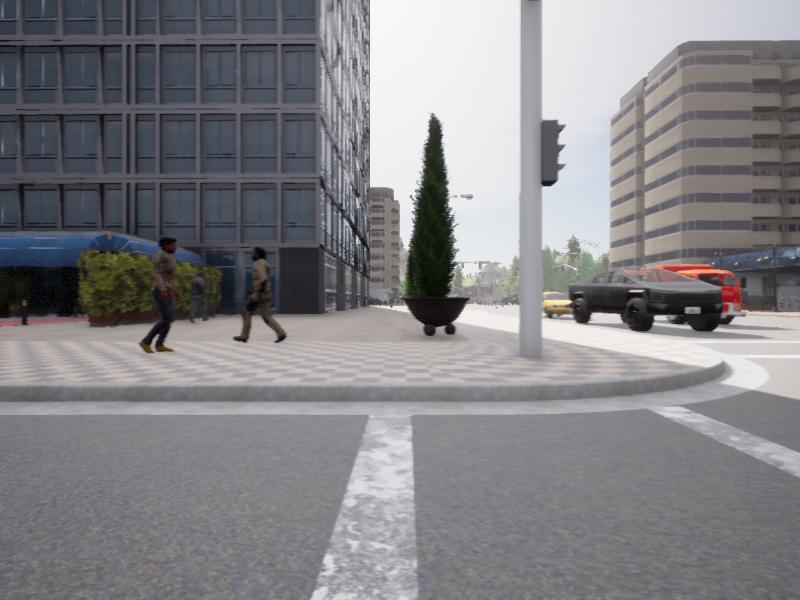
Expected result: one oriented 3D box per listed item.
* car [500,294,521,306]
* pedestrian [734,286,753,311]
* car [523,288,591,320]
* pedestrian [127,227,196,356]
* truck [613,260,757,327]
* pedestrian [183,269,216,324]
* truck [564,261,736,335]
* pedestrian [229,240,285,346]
[{"bbox_3d":[19.488,-0.036,70.934,2.150,2.045,5.566,0,0,1],"label":"car"},{"bbox_3d":[25.002,-0.107,29.119,0.751,1.860,0.751,0,0,1],"label":"pedestrian"},{"bbox_3d":[8.541,0.204,22.363,1.801,1.575,5.366,0,0,1],"label":"car"},{"bbox_3d":[-3.675,-0.116,6.227,0.751,1.860,0.751,0,0,-16],"label":"pedestrian"},{"bbox_3d":[11.951,-0.239,17.435,2.627,2.467,5.204,0,0,1],"label":"truck"},{"bbox_3d":[-7.000,-0.123,13.980,0.751,1.860,0.751,0,0,25],"label":"pedestrian"},{"bbox_3d":[8.407,-0.055,14.530,2.390,2.098,6.274,0,0,1],"label":"truck"},{"bbox_3d":[-2.621,-0.116,7.405,0.751,1.860,0.751,0,0,4],"label":"pedestrian"}]
